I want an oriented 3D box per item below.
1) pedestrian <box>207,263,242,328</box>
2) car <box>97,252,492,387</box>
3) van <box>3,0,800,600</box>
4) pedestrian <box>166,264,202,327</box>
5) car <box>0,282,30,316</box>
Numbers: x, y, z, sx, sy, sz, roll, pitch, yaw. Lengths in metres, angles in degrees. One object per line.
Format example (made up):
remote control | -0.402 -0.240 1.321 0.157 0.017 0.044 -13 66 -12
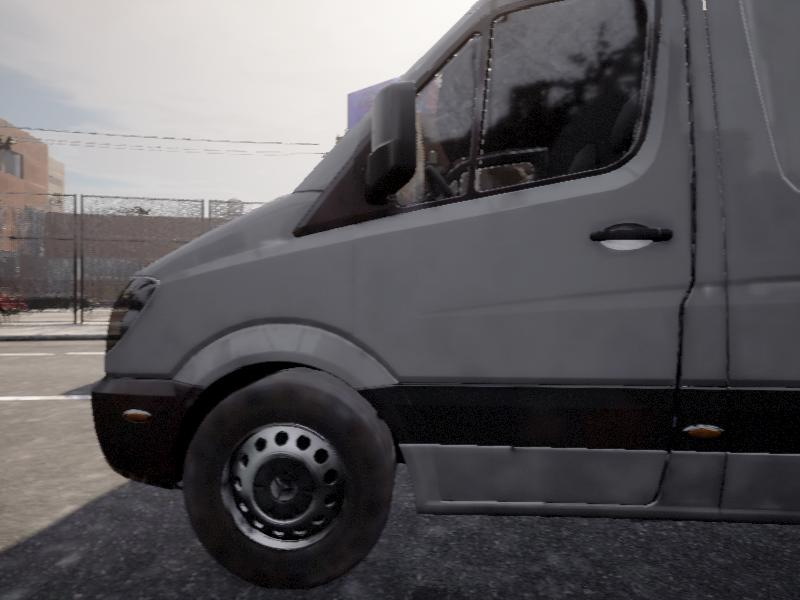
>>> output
pedestrian | -5.204 -0.133 11.882 0.751 1.860 0.751 0 0 -6
car | -1.215 0.218 5.596 4.514 1.525 2.007 0 0 -1
van | 1.624 -0.282 2.148 5.915 2.561 1.988 0 0 5
pedestrian | -6.668 -0.134 12.391 0.751 1.860 0.751 0 0 -7
car | -23.107 -0.038 21.299 4.553 1.767 2.185 0 0 -11
